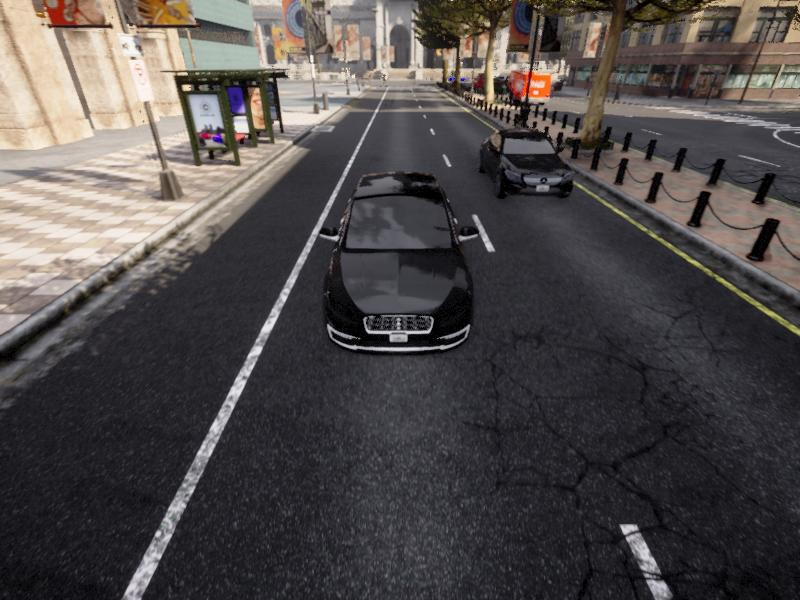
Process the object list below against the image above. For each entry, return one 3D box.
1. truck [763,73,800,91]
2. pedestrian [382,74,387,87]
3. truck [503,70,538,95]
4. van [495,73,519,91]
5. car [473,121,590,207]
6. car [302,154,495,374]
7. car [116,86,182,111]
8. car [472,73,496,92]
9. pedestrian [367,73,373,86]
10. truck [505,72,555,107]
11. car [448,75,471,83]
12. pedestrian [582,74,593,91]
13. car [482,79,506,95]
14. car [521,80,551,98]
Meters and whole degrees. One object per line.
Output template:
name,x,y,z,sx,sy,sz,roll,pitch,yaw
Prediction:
truck,56.363,-31.452,57.575,2.390,2.098,6.274,0,30,0
pedestrian,-2.550,-36.033,65.541,0.751,1.860,0.751,0,30,0
truck,14.921,-27.133,49.819,2.627,2.467,5.204,0,30,0
van,14.917,-30.553,56.076,2.069,2.038,4.480,0,30,0
car,3.452,-4.097,11.539,1.812,1.442,4.674,0,30,0
car,-0.018,-1.046,6.283,1.837,1.490,4.892,0,30,0
car,-19.368,-15.752,31.181,2.161,1.482,4.786,0,30,0
car,11.397,-29.751,54.700,2.150,2.045,5.566,1,30,1
pedestrian,-4.782,-35.047,63.572,0.751,1.860,0.751,4,31,6
truck,11.453,-18.874,35.766,2.627,2.467,5.204,0,32,0
car,11.672,-43.291,78.348,4.193,1.474,1.816,0,30,0
pedestrian,24.631,-28.671,52.700,0.751,1.860,0.751,2,30,4
car,11.430,-26.138,48.973,1.851,1.617,3.988,0,30,0
car,14.957,-23.342,44.206,1.851,1.617,3.988,0,30,0
